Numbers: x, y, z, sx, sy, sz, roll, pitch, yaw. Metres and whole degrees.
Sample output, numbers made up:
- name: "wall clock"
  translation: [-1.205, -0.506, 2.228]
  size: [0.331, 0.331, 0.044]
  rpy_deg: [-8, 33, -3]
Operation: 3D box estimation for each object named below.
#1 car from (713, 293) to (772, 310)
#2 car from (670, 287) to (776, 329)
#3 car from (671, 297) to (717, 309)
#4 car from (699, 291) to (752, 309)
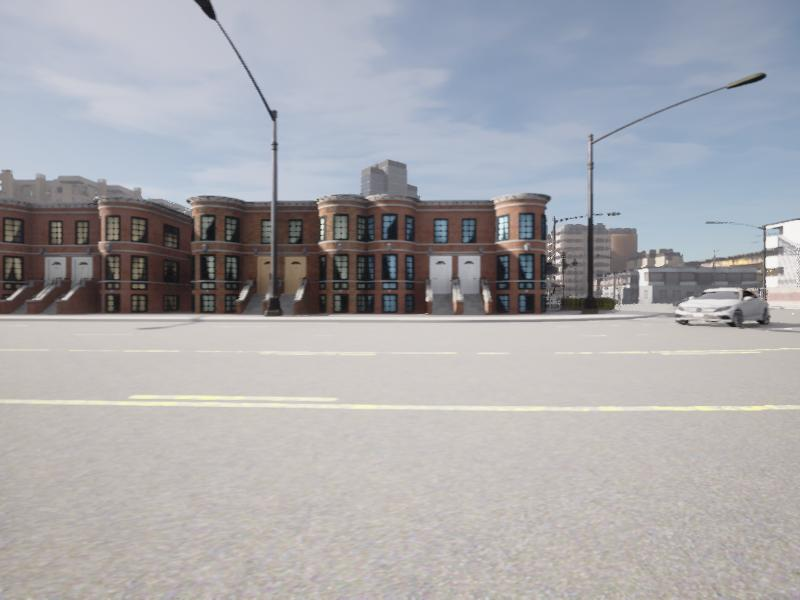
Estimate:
- name: "car"
  translation: [34.956, 0.189, 41.095]
  size: [1.930, 1.638, 5.238]
  rpy_deg: [0, 0, 5]
- name: "car"
  translation: [12.655, 0.276, 15.584]
  size: [4.674, 1.442, 1.812]
  rpy_deg: [0, 0, -33]
- name: "car"
  translation: [35.623, 0.313, 48.675]
  size: [2.033, 1.411, 5.357]
  rpy_deg: [0, 0, 4]
- name: "car"
  translation: [39.103, -0.012, 48.306]
  size: [2.150, 2.045, 5.566]
  rpy_deg: [0, 0, 4]
